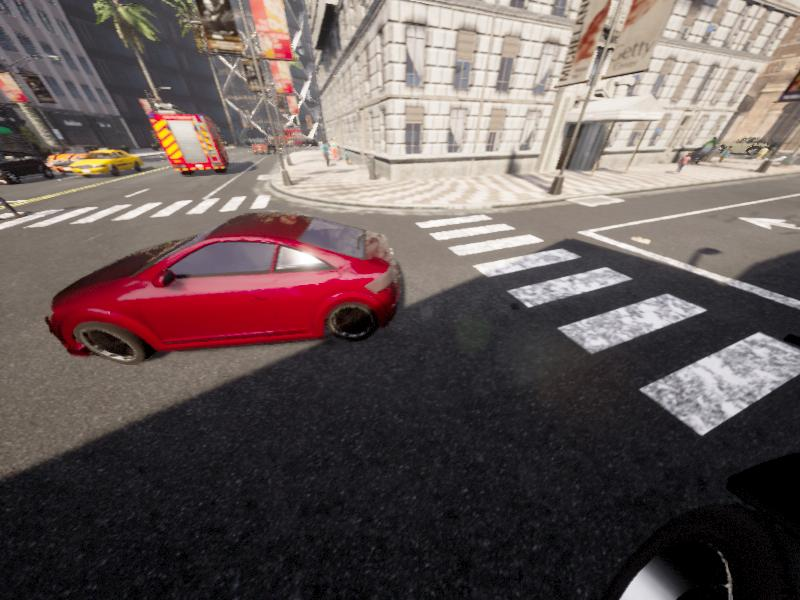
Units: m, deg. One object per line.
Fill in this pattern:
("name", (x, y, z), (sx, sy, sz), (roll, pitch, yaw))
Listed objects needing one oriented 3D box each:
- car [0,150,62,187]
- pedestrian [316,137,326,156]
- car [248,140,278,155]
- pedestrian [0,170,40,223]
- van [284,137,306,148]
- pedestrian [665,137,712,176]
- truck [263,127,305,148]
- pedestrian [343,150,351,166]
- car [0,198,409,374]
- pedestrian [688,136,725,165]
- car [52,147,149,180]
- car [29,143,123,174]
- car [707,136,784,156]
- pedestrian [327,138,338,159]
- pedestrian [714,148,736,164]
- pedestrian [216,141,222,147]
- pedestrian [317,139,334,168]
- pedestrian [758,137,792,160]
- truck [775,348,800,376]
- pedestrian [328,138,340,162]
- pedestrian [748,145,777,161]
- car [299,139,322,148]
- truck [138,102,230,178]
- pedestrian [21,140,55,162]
("car", (-23.477, -7.900, 13.775), (1.789, 1.549, 3.705), (-12, 37, -16))
("pedestrian", (-9.417, -18.294, 27.621), (0.751, 1.860, 0.751), (-13, 37, -17))
("car", (-20.395, -22.922, 34.695), (2.152, 1.651, 5.027), (-5, 36, -7))
("pedestrian", (-12.852, -3.458, 7.165), (0.751, 1.860, 0.751), (-14, 38, -18))
("van", (-24.192, -36.515, 53.423), (1.775, 1.987, 4.442), (13, 38, 18))
("pedestrian", (16.693, -8.307, 13.426), (0.751, 1.860, 0.751), (-15, 38, -19))
("truck", (-27.217, -38.616, 54.804), (2.891, 3.827, 8.468), (14, 38, 20))
("pedestrian", (-4.362, -11.684, 18.987), (0.500, 1.100, 0.500), (-7, 36, -10))
("car", (-2.097, -0.428, 3.298), (4.181, 1.385, 1.994), (-4, 36, -5))
("pedestrian", (24.342, -11.892, 18.374), (0.751, 1.860, 0.751), (-9, 36, -11))
("car", (-21.007, -9.981, 16.642), (1.801, 1.575, 5.366), (-12, 37, -16))
("car", (-25.635, -11.505, 18.629), (2.097, 1.767, 4.553), (-12, 37, -16))
("car", (42.530, -19.140, 28.635), (1.932, 1.855, 4.605), (-12, 37, -16))
("pedestrian", (-7.310, -16.510, 25.108), (0.751, 1.860, 0.751), (-11, 37, -15))
("pedestrian", (26.018, -11.545, 18.527), (0.500, 1.100, 0.500), (-21, 40, -26))
("pedestrian", (-41.196, -35.494, 52.620), (0.500, 1.100, 0.500), (5, 36, 7))
("pedestrian", (-5.681, -11.212, 17.685), (0.751, 1.860, 0.751), (-15, 38, -19))
("pedestrian", (36.914, -14.928, 22.771), (0.751, 1.860, 0.751), (-10, 37, -13))
("truck", (7.807, -0.082, 2.102), (6.274, 2.098, 2.390), (-12, 37, -16))
("pedestrian", (-6.144, -13.964, 21.536), (0.751, 1.860, 0.751), (-11, 37, -15))
("pedestrian", (34.275, -13.927, 21.875), (0.751, 1.300, 0.751), (-11, 37, -14))
("car", (-20.476, -36.080, 53.203), (1.837, 1.490, 4.892), (14, 37, 19))
("truck", (-15.689, -12.219, 17.795), (2.891, 3.827, 8.468), (-19, 39, -24))
("pedestrian", (-36.702, -15.149, 23.461), (0.751, 1.860, 0.751), (-9, 36, -11))
